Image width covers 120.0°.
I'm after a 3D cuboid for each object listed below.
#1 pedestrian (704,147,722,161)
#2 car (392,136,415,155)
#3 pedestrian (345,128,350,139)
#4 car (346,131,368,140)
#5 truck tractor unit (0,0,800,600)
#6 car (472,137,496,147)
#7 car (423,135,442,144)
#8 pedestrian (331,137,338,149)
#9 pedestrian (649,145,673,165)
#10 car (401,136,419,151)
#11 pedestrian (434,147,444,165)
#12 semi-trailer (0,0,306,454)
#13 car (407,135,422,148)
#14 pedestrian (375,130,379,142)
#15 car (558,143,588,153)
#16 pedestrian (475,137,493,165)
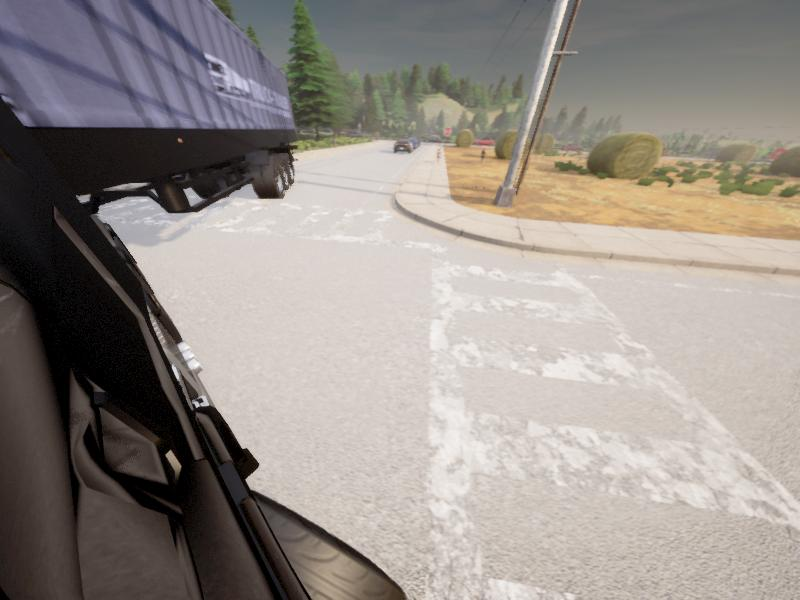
[{"bbox_3d":[52.678,-24.577,38.914,0.751,1.860,0.751,6,36,5],"label":"pedestrian"},{"bbox_3d":[0.543,-18.513,27.606,2.038,1.542,4.974,7,36,5],"label":"car"},{"bbox_3d":[-11.019,-35.110,48.667,0.751,1.860,0.751,-2,37,-7],"label":"pedestrian"},{"bbox_3d":[-9.587,-36.833,51.686,4.514,1.525,2.007,10,37,9],"label":"car"},{"bbox_3d":[-2.645,-0.295,0.351,6.516,4.208,3.053,28,44,30],"label":"truck tractor unit"},{"bbox_3d":[18.438,-34.771,50.882,4.514,1.525,2.007,8,37,8],"label":"car"},{"bbox_3d":[7.374,-36.412,52.369,3.806,1.475,1.970,9,37,7],"label":"car"},{"bbox_3d":[-7.502,-18.035,26.450,0.500,1.100,0.500,15,38,16],"label":"pedestrian"},{"bbox_3d":[29.620,-16.448,26.248,0.751,1.860,0.751,8,37,7],"label":"pedestrian"},{"bbox_3d":[1.528,-22.465,33.033,1.882,1.535,5.008,7,37,5],"label":"car"},{"bbox_3d":[3.005,-11.106,17.796,0.500,1.100,0.500,18,39,19],"label":"pedestrian"},{"bbox_3d":[-5.249,-4.681,5.971,2.717,4.402,14.254,-5,37,-10],"label":"semi-trailer"},{"bbox_3d":[2.525,-26.494,38.579,2.007,1.525,4.514,7,37,5],"label":"car"},{"bbox_3d":[-4.411,-31.722,44.599,0.751,1.860,0.751,-7,37,-13],"label":"pedestrian"},{"bbox_3d":[34.365,-30.239,45.914,4.193,1.474,1.816,9,37,7],"label":"car"},{"bbox_3d":[6.851,-12.157,18.824,0.751,1.860,0.751,24,41,26],"label":"pedestrian"}]
